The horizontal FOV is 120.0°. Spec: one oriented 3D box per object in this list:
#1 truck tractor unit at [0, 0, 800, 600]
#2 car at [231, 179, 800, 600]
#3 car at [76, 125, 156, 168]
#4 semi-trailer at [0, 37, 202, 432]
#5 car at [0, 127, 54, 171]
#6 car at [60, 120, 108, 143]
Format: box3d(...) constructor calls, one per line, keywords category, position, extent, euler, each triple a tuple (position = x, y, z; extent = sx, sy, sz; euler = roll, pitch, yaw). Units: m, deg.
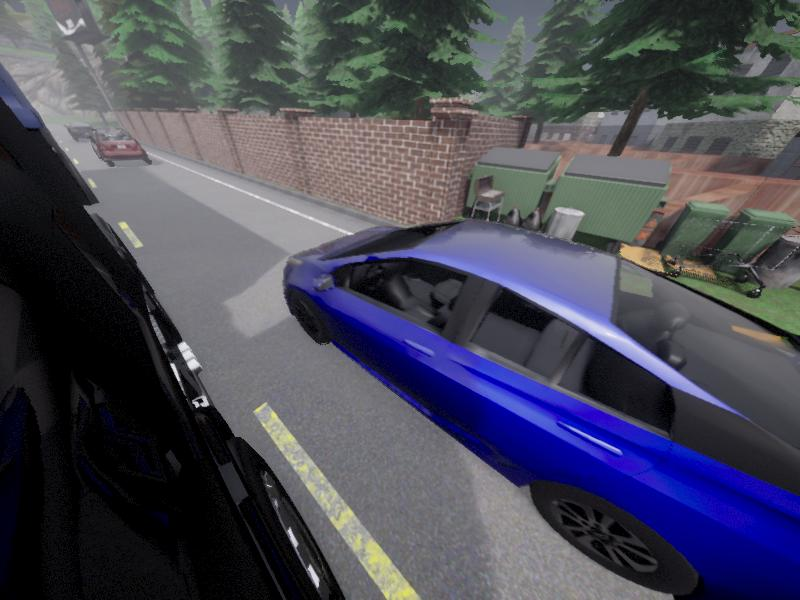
box3d(category="truck tractor unit", position=(-2.645, -0.295, 0.351), extent=(6.516, 4.208, 3.053), euler=(28, 44, 30))
box3d(category="car", position=(0.628, 0.075, 2.333), extent=(4.514, 1.525, 2.007), euler=(28, 43, 29))
box3d(category="car", position=(-15.115, -8.220, 12.302), extent=(3.705, 1.549, 1.789), euler=(28, 44, 29))
box3d(category="semi-trailer", position=(-8.735, -3.591, 4.174), extent=(14.254, 4.402, 2.717), euler=(28, 43, 29))
box3d(category="car", position=(-18.427, -7.142, 10.789), extent=(4.181, 1.385, 1.994), euler=(27, 43, 29))
box3d(category="car", position=(-28.543, -15.245, 20.836), extent=(4.674, 1.442, 1.812), euler=(28, 43, 29))
